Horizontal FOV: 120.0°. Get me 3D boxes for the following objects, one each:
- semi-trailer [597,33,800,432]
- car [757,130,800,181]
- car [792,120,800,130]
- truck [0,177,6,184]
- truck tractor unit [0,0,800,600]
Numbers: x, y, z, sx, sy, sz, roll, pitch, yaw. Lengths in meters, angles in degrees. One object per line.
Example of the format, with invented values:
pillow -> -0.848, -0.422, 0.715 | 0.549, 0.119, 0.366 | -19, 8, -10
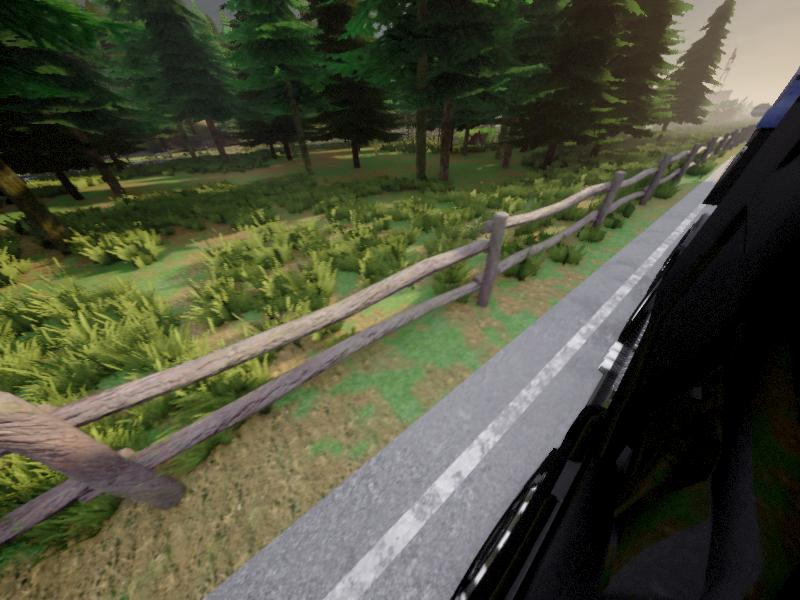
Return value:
semi-trailer -> 8.755, -3.568, 4.169 | 14.254, 4.402, 2.717 | -27, 43, -29
car -> 16.601, -5.826, 9.218 | 4.181, 1.385, 1.994 | -26, 43, -28
car -> 50.570, -21.803, 28.244 | 4.902, 1.511, 2.128 | -25, 42, -27
truck -> -31.376, -7.782, 12.858 | 2.891, 3.827, 8.468 | 4, 37, 9
truck tractor unit -> 2.645, -0.295, 0.351 | 6.516, 4.208, 3.053 | -28, 44, -30
